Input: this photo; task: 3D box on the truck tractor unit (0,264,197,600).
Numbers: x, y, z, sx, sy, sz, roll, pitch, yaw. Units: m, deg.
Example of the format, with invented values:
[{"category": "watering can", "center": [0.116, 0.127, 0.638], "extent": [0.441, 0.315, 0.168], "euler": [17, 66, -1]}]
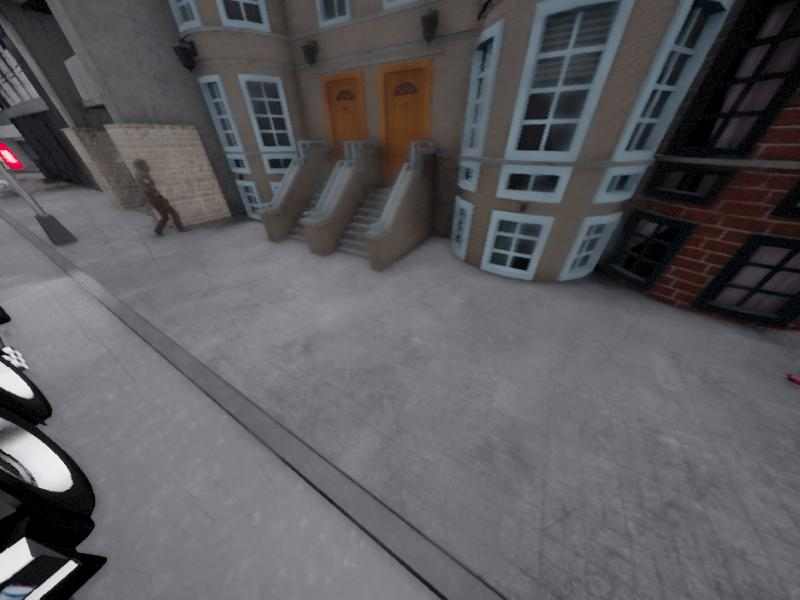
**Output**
[{"category": "truck tractor unit", "center": [-5.118, -0.289, 0.796], "extent": [6.516, 4.208, 3.053], "euler": [18, 39, 25]}]

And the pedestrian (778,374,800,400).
[{"category": "pedestrian", "center": [4.272, 0.567, 1.968], "extent": [0.500, 1.100, 0.500], "euler": [-10, 36, -13]}]

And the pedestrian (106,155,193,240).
[{"category": "pedestrian", "center": [-6.305, -2.635, 5.979], "extent": [0.751, 1.860, 0.751], "euler": [-23, 41, -29]}]
